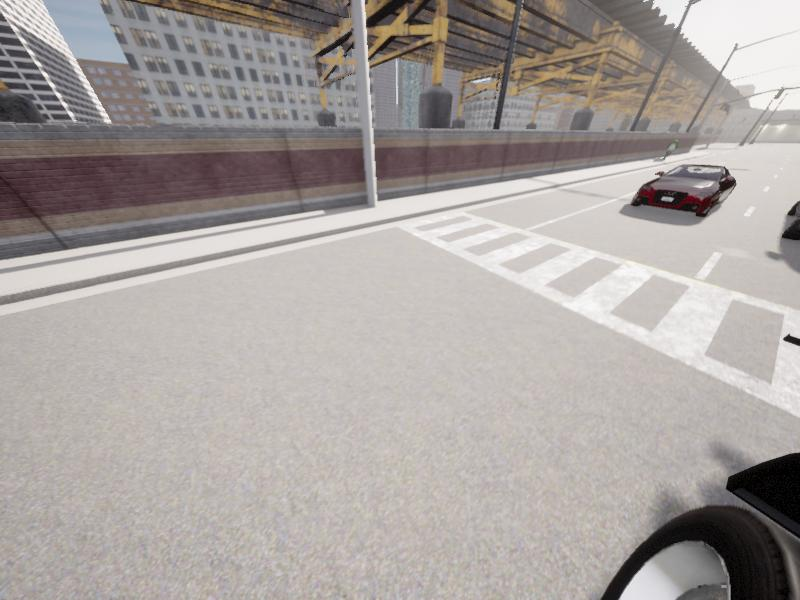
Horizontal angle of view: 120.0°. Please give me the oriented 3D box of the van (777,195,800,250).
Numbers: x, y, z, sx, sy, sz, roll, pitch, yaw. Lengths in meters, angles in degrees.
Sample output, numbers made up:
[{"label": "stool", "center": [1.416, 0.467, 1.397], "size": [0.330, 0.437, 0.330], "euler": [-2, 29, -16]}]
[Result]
[{"label": "van", "center": [12.394, -2.925, 5.735], "size": [5.915, 2.561, 1.988], "euler": [-22, 41, -28]}]

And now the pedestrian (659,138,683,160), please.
[{"label": "pedestrian", "center": [27.569, -15.377, 23.522], "size": [0.751, 1.860, 0.751], "euler": [-20, 39, -25]}]

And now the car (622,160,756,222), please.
[{"label": "car", "center": [10.679, -4.198, 8.568], "size": [4.181, 1.385, 1.994], "euler": [-21, 40, -27]}]
